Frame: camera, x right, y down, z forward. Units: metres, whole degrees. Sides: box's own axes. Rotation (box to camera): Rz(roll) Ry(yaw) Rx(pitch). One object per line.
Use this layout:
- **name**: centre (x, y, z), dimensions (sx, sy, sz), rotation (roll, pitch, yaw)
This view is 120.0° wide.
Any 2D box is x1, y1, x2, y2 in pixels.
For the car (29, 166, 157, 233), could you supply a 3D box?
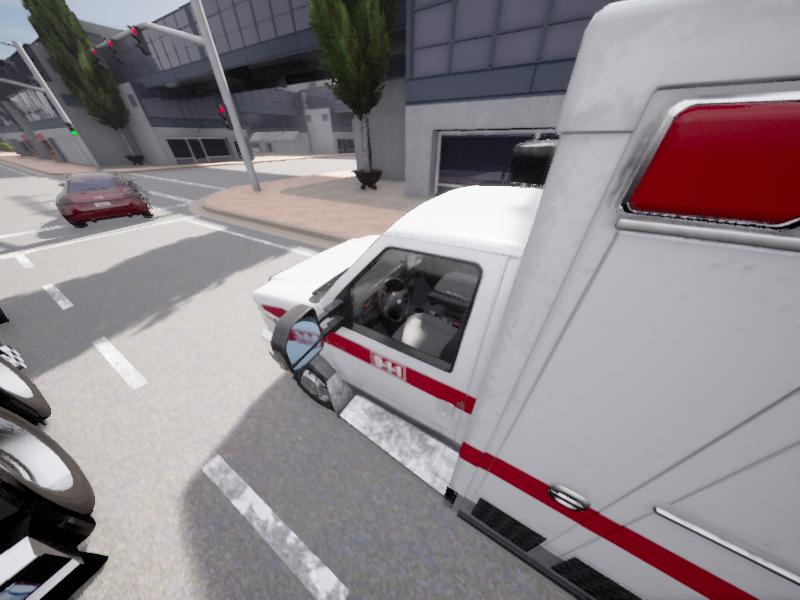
- **car**: centre (-10.733, -3.870, 8.448), dimensions (1.994, 1.385, 4.181), rotation (-29, 44, -34)

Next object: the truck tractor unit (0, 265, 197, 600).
- **truck tractor unit**: centre (-5.113, -0.299, 0.779), dimensions (6.516, 4.208, 3.053), rotation (18, 39, 24)

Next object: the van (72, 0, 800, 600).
- **van**: centre (1.703, 0.342, 1.370), dimensions (6.366, 2.431, 2.351), rotation (18, 39, 24)
